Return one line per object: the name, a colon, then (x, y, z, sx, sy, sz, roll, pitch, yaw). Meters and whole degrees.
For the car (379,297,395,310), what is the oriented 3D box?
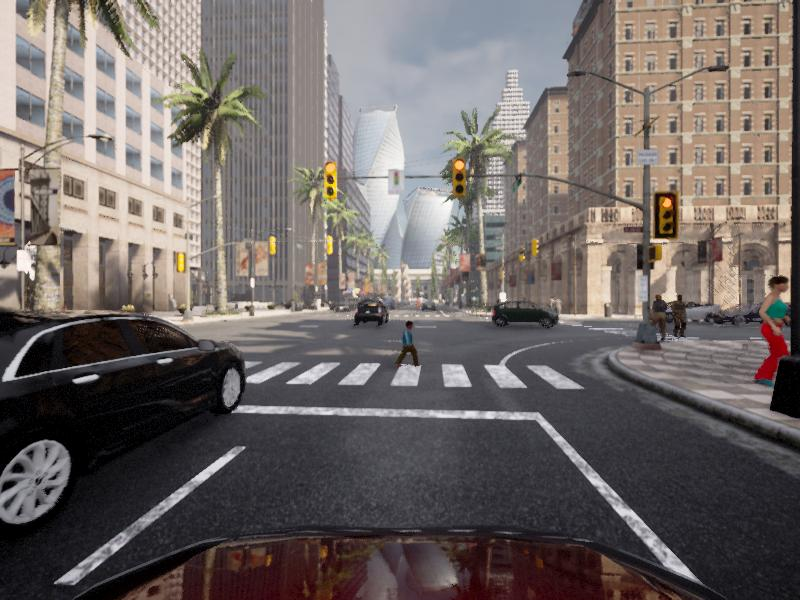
car: (-2.122, 0.553, 67.521, 2.150, 2.045, 5.566, 0, 0, 4)

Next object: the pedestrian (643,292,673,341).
pedestrian: (10.100, 0.635, 15.676, 0.751, 1.860, 0.751, 0, 0, 7)

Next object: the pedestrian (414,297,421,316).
pedestrian: (1.746, 0.628, 39.791, 0.751, 1.860, 0.751, 0, 0, 6)

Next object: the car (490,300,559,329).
car: (7.246, 0.812, 23.339, 3.705, 1.549, 1.789, 0, 0, 19)

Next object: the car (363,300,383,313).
car: (-3.402, 0.790, 50.902, 1.801, 1.575, 5.366, 0, 0, 4)

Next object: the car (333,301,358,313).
car: (-6.910, 0.825, 50.935, 2.128, 1.511, 4.902, 0, 0, 4)

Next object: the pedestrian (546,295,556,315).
pedestrian: (13.881, 0.477, 36.847, 0.751, 1.860, 0.751, 0, 0, 15)

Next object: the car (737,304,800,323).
car: (26.813, 0.938, 28.006, 4.718, 1.301, 1.895, 0, 0, 4)

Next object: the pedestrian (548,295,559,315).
pedestrian: (14.640, 0.476, 38.196, 0.751, 1.860, 0.751, 0, 0, 39)

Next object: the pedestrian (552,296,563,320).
pedestrian: (12.577, 0.630, 31.988, 0.751, 1.860, 0.751, 0, 0, 16)

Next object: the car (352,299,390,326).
car: (-1.799, 0.781, 26.105, 1.851, 1.617, 3.988, 0, 0, 4)

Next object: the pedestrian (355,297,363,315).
pedestrian: (-4.165, 0.628, 40.907, 0.751, 1.860, 0.751, 0, 0, 1)

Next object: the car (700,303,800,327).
car: (22.147, 0.889, 24.844, 5.357, 1.411, 2.033, 0, 0, 4)

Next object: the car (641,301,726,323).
car: (20.046, 0.822, 28.478, 4.514, 1.525, 2.007, 0, 0, 4)

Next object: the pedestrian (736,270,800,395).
pedestrian: (6.037, 0.484, 6.455, 0.751, 1.860, 0.751, 0, 0, -34)

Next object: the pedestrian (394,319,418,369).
pedestrian: (0.133, 1.015, 9.364, 0.500, 1.100, 0.500, 0, 0, -9)

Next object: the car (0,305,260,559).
car: (-3.323, 0.845, 4.151, 1.837, 1.490, 4.892, 0, 0, 2)

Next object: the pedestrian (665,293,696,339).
pedestrian: (11.443, 0.634, 16.342, 0.751, 1.860, 0.751, 0, 0, 3)
